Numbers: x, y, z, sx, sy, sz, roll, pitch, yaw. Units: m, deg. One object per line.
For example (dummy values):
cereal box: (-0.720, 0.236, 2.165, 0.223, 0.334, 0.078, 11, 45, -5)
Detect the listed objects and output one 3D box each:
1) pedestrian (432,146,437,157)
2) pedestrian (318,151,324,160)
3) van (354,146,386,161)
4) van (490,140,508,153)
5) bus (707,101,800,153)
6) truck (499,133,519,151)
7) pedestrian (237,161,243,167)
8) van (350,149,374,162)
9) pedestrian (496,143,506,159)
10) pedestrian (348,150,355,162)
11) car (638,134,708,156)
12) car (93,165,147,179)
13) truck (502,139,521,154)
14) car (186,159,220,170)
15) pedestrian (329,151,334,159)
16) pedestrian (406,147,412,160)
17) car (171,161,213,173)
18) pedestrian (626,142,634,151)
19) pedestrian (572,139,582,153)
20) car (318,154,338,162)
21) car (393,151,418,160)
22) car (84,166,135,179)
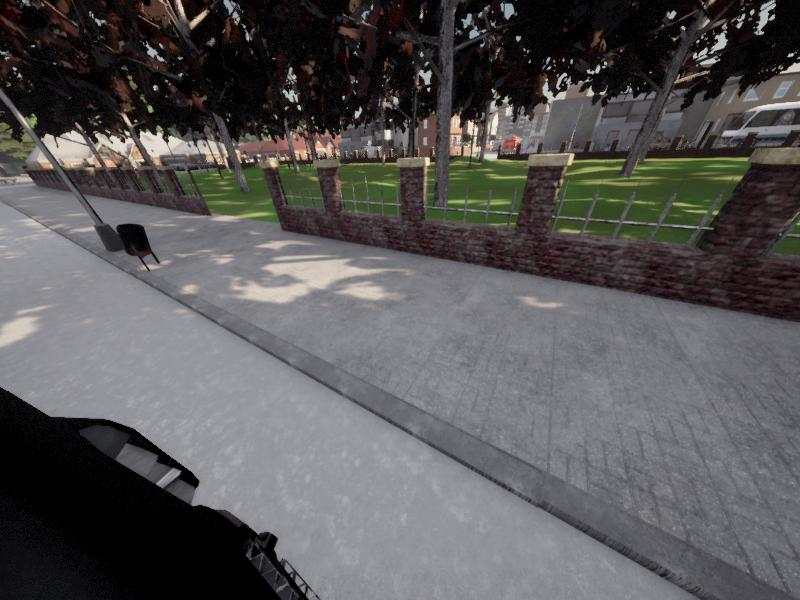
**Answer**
pedestrian: (7.110, -30.715, 47.703, 0.751, 1.860, 0.751, -5, 34, -3)
pedestrian: (-21.158, -38.553, 61.712, 0.751, 1.860, 0.751, 25, 42, 35)
van: (-6.528, -31.956, 50.371, 6.366, 2.431, 2.351, 16, 38, 26)
van: (24.763, -38.322, 57.508, 2.351, 2.431, 6.366, 17, 39, 28)
bus: (42.360, -18.435, 24.543, 10.273, 4.253, 3.944, 16, 38, 26)
truck: (31.749, -46.018, 67.282, 2.891, 3.827, 8.468, 18, 39, 28)
pedestrian: (-31.611, -26.895, 45.684, 0.500, 1.100, 0.500, 7, 35, 15)
van: (-7.683, -29.317, 46.889, 4.442, 1.987, 1.775, 14, 37, 24)
pedestrian: (14.077, -20.724, 32.133, 0.751, 1.860, 0.751, 22, 41, 32)
pedestrian: (-9.019, -26.649, 42.858, 0.751, 1.860, 0.751, 9, 36, 18)
car: (31.538, -18.075, 27.000, 4.605, 1.855, 1.932, 14, 37, 24)
car: (-43.977, -20.228, 36.448, 1.882, 1.535, 5.008, 15, 38, 25)
truck: (24.529, -33.898, 50.842, 2.627, 2.467, 5.204, 15, 38, 25)
car: (-40.563, -27.958, 47.696, 2.242, 1.667, 4.611, 17, 39, 27)
pedestrian: (-19.380, -41.125, 65.445, 0.751, 1.860, 0.751, 7, 35, 14)
pedestrian: (1.572, -25.138, 39.755, 0.751, 1.860, 0.751, -9, 34, -9)
car: (-38.997, -25.099, 43.523, 2.033, 1.411, 5.357, 15, 38, 25)
pedestrian: (34.419, -22.925, 34.542, 0.500, 1.100, 0.500, 18, 39, 29)
pedestrian: (28.377, -24.680, 36.971, 0.751, 1.860, 0.751, 18, 39, 28)
car: (-16.012, -31.507, 51.251, 3.633, 1.501, 1.845, 14, 37, 24)
car: (1.151, -28.928, 46.236, 4.718, 1.301, 1.895, 17, 39, 28)
car: (-47.606, -21.027, 37.975, 1.837, 1.490, 4.892, 17, 38, 27)
